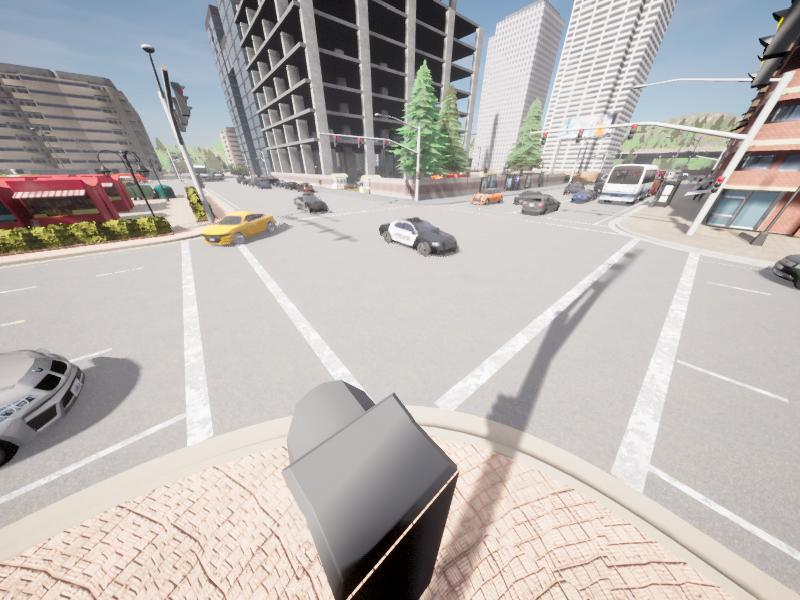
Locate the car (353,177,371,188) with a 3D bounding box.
[{"bbox_3d":[-8.128,-24.929,48.916,1.905,1.878,3.866,-23,37,-34],"label":"car"}]

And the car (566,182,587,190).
[{"bbox_3d":[35.520,-22.939,46.430,4.718,1.301,1.895,-23,37,-34],"label":"car"}]

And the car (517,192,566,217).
[{"bbox_3d":[14.124,-9.618,22.994,4.611,1.667,2.242,-22,37,-33],"label":"car"}]

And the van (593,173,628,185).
[{"bbox_3d":[54.856,-31.669,60.275,1.988,2.561,5.915,-22,37,-34],"label":"van"}]

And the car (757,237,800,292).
[{"bbox_3d":[16.218,-0.903,7.905,3.705,1.549,1.789,21,36,32],"label":"car"}]

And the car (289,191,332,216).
[{"bbox_3d":[-9.056,-9.790,23.212,1.930,1.638,5.238,-24,38,-35],"label":"car"}]

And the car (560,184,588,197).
[{"bbox_3d":[27.791,-17.505,36.833,4.892,1.490,1.837,-22,37,-34],"label":"car"}]

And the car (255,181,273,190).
[{"bbox_3d":[-27.697,-23.301,46.885,1.994,1.385,4.181,-23,37,-34],"label":"car"}]

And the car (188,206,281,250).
[{"bbox_3d":[-10.045,-4.791,14.735,1.882,1.535,5.008,4,30,6],"label":"car"}]

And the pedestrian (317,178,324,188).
[{"bbox_3d":[-15.922,-23.466,46.326,0.751,1.860,0.751,25,39,37],"label":"pedestrian"}]

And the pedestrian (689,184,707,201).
[{"bbox_3d":[38.662,-13.945,29.945,0.751,1.860,0.751,-22,37,-33],"label":"pedestrian"}]

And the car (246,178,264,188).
[{"bbox_3d":[-32.368,-26.160,51.584,2.152,1.651,5.027,-23,37,-34],"label":"car"}]

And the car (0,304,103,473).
[{"bbox_3d":[-7.986,1.961,2.938,4.611,1.667,2.242,-22,37,-34],"label":"car"}]

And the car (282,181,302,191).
[{"bbox_3d":[-20.828,-22.030,44.514,1.882,1.535,5.008,-23,37,-34],"label":"car"}]

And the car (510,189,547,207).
[{"bbox_3d":[15.622,-12.414,28.014,4.892,1.490,1.837,-23,37,-34],"label":"car"}]

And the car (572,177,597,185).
[{"bbox_3d":[48.794,-31.644,61.278,1.882,1.535,5.008,-7,31,-12],"label":"car"}]

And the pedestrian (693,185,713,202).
[{"bbox_3d":[37.375,-13.105,28.491,0.751,1.860,0.751,-23,37,-34],"label":"pedestrian"}]

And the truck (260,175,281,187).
[{"bbox_3d":[-30.214,-27.803,53.953,2.390,2.098,6.274,-23,37,-34],"label":"truck"}]

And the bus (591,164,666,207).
[{"bbox_3d":[29.081,-14.753,29.311,10.273,4.253,3.944,-23,37,-34],"label":"bus"}]

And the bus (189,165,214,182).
[{"bbox_3d":[-60.662,-38.572,70.443,3.944,4.253,10.273,-24,37,-35],"label":"bus"}]

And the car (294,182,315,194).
[{"bbox_3d":[-16.556,-19.550,40.149,1.851,1.617,3.988,-23,37,-34],"label":"car"}]

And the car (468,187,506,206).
[{"bbox_3d":[10.696,-12.768,28.325,4.553,1.767,2.097,-23,37,-34],"label":"car"}]

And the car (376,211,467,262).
[{"bbox_3d":[0.944,-3.765,12.975,2.038,1.542,4.974,-23,37,-34],"label":"car"}]

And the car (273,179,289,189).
[{"bbox_3d":[-25.198,-24.615,48.975,1.789,1.549,3.705,-23,37,-34],"label":"car"}]

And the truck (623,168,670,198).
[{"bbox_3d":[38.913,-18.603,36.395,8.468,3.827,2.891,-23,37,-34],"label":"truck"}]

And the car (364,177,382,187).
[{"bbox_3d":[-5.875,-25.875,50.553,1.905,1.878,3.866,-23,37,-34],"label":"car"}]

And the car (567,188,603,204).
[{"bbox_3d":[24.483,-13.794,30.503,5.357,1.411,2.033,-23,37,-34],"label":"car"}]

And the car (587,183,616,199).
[{"bbox_3d":[29.977,-16.310,34.363,3.866,1.878,1.905,-23,37,-34],"label":"car"}]
